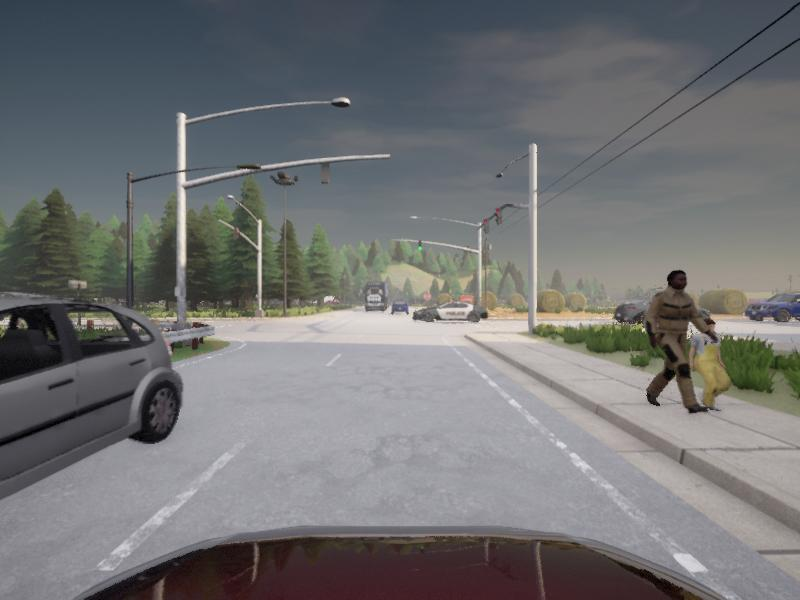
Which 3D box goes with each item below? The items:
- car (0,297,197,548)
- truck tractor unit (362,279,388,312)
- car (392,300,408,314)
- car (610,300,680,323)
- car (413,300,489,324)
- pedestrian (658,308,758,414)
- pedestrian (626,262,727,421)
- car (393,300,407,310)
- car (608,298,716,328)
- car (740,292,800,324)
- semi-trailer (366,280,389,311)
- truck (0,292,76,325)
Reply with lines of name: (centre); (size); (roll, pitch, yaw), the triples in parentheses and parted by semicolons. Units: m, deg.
car: (-3.502, 0.788, 3.093); (1.851, 1.617, 3.988); (0, 0, 0)
truck tractor unit: (-3.337, -0.535, 55.146); (3.053, 4.208, 6.516); (0, -1, 0)
car: (0.002, 0.813, 47.308); (1.882, 1.535, 5.008); (0, 0, 0)
car: (16.664, 0.789, 27.335); (3.633, 1.501, 1.845); (0, 0, -1)
car: (3.421, 0.798, 27.348); (4.974, 1.542, 2.038); (0, -1, 6)
pedestrian: (4.071, 0.764, 5.346); (0.751, 1.300, 0.751); (0, 0, -2)
pedestrian: (3.474, 0.484, 5.083); (0.751, 1.860, 0.751); (0, 0, -4)
car: (0.002, 0.816, 63.790); (2.007, 1.525, 4.514); (0, 0, 0)
car: (15.481, 0.732, 23.813); (5.027, 1.651, 2.152); (0, 0, -1)
car: (27.092, 0.539, 27.516); (5.566, 2.045, 2.150); (0, 0, -1)
semi-trailer: (-3.336, -0.629, 63.055); (2.717, 4.402, 14.254); (0, 0, 0)
truck: (-25.653, 0.510, 26.565); (6.274, 2.098, 2.390); (0, 0, -1)
